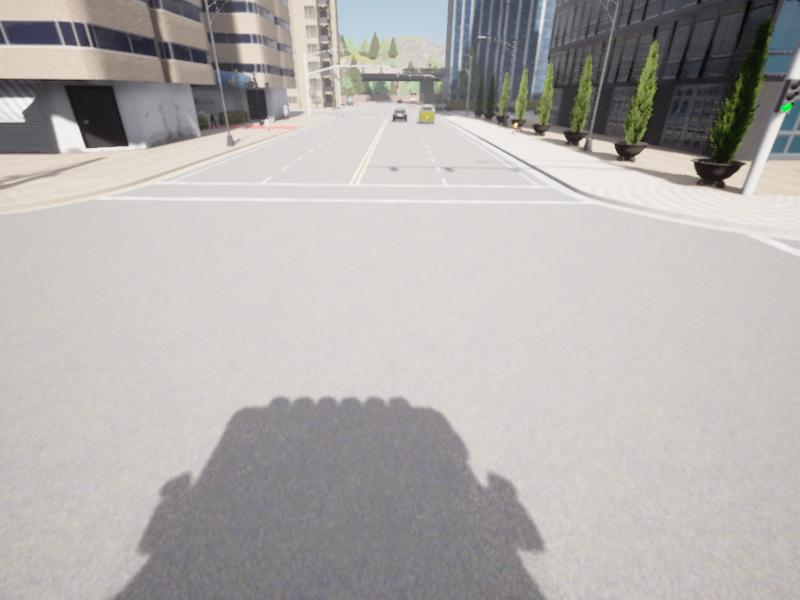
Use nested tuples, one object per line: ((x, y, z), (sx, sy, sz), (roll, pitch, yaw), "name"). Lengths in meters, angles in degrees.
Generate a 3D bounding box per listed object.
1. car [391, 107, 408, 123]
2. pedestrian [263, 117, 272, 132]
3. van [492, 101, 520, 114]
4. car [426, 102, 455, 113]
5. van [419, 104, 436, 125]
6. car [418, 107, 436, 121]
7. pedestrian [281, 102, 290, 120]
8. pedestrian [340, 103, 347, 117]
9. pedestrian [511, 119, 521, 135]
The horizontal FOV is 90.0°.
((-0.010, -22.926, 49.496), (2.007, 1.525, 4.514), (0, 27, 0), "car")
((-11.004, -14.590, 33.225), (0.500, 1.100, 0.500), (1, 27, 0), "pedestrian")
((18.963, -34.492, 71.741), (4.442, 1.987, 1.775), (0, 27, -1), "van")
((7.602, -36.602, 76.029), (5.238, 1.638, 1.930), (19, 33, 32), "car")
((3.171, -21.633, 46.537), (1.775, 1.987, 4.442), (2, 27, 3), "van")
((3.490, -24.267, 52.154), (2.007, 1.525, 4.514), (0, 27, 0), "car")
((-13.701, -22.616, 47.924), (0.751, 1.860, 0.751), (0, 27, -2), "pedestrian")
((-8.123, -27.250, 57.339), (0.751, 1.860, 0.751), (0, 27, -1), "pedestrian")
((9.417, -14.081, 32.566), (0.500, 1.100, 0.500), (0, 27, -1), "pedestrian")
